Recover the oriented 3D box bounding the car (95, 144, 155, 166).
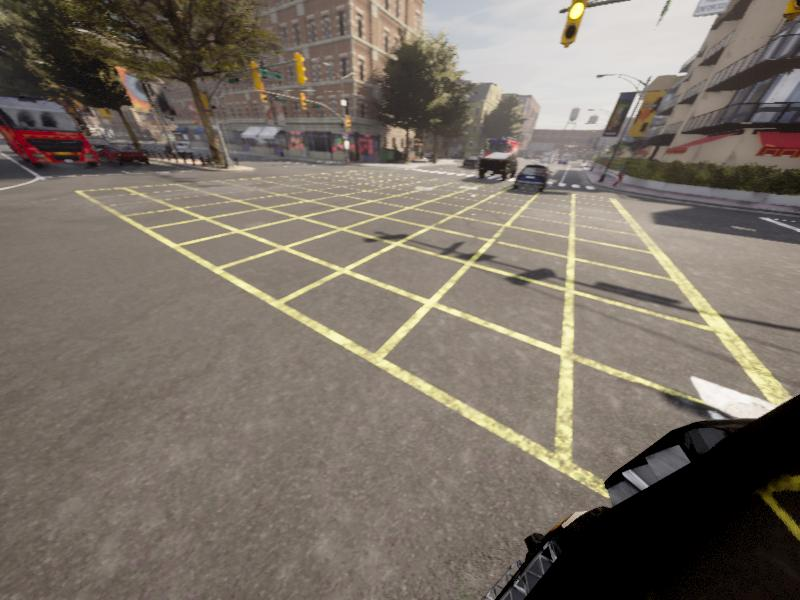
[{"bbox_3d":[-22.602,-11.935,18.962,4.718,1.301,1.895,22,38,26],"label":"car"}]

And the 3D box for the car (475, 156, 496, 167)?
[{"bbox_3d":[14.574,-23.669,39.320,1.812,1.442,4.674,21,38,25],"label":"car"}]

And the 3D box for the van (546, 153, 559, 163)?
[{"bbox_3d":[46.469,-43.303,70.375,2.351,2.431,6.366,21,38,25],"label":"van"}]

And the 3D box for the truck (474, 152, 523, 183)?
[{"bbox_3d":[9.214,-12.309,21.251,2.390,2.098,6.274,21,38,25],"label":"truck"}]

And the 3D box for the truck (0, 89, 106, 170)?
[{"bbox_3d":[-24.955,-11.624,16.029,8.468,3.827,2.891,22,38,26],"label":"truck"}]

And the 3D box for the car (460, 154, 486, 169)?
[{"bbox_3d":[10.939,-20.739,34.460,1.930,1.638,5.238,21,38,25],"label":"car"}]

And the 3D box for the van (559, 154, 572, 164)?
[{"bbox_3d":[49.452,-42.184,68.924,2.351,2.431,6.366,21,38,25],"label":"van"}]

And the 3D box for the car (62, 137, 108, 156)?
[{"bbox_3d":[-33.360,-16.273,24.487,3.806,1.475,1.970,22,38,26],"label":"car"}]

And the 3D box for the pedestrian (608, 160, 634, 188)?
[{"bbox_3d":[17.342,-9.878,18.121,0.751,1.860,0.751,28,41,33],"label":"pedestrian"}]

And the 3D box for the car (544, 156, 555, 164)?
[{"bbox_3d":[41.824,-39.140,64.483,1.930,1.638,5.238,21,38,25],"label":"car"}]

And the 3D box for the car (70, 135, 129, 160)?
[{"bbox_3d":[-28.388,-14.438,21.826,4.553,1.767,2.097,22,38,26],"label":"car"}]

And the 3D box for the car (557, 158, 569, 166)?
[{"bbox_3d":[40.465,-34.325,57.370,1.994,1.385,4.181,21,38,25],"label":"car"}]

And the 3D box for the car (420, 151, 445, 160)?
[{"bbox_3d":[7.340,-32.893,52.541,4.974,1.542,2.038,22,38,26],"label":"car"}]

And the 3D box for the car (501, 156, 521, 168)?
[{"bbox_3d":[19.398,-24.130,40.261,1.801,1.575,5.366,21,38,25],"label":"car"}]

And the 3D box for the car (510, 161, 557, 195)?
[{"bbox_3d":[9.733,-8.962,16.691,2.033,1.649,4.856,21,38,25],"label":"car"}]

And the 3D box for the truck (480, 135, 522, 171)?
[{"bbox_3d":[14.652,-21.097,33.314,2.891,3.827,8.468,21,38,25],"label":"truck"}]

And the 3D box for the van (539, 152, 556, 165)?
[{"bbox_3d":[36.843,-35.329,57.655,2.351,2.431,6.366,21,38,25],"label":"van"}]

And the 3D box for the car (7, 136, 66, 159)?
[{"bbox_3d":[-31.430,-13.194,20.010,3.806,1.475,1.970,21,38,26],"label":"car"}]

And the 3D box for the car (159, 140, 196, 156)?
[{"bbox_3d":[-29.109,-19.874,30.224,3.806,1.475,1.970,22,38,26],"label":"car"}]

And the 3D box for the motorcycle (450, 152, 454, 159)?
[{"bbox_3d":[13.396,-37.026,59.205,0.764,1.277,2.356,-5,33,7],"label":"motorcycle"}]
